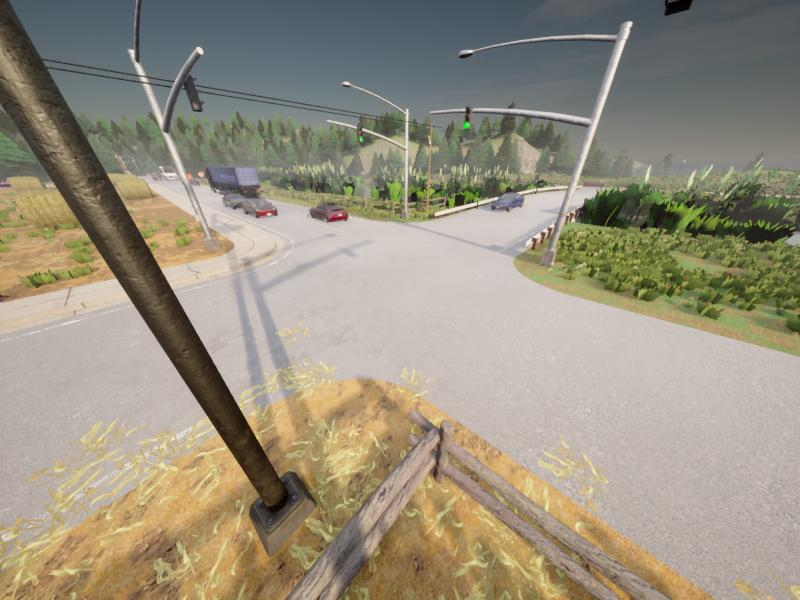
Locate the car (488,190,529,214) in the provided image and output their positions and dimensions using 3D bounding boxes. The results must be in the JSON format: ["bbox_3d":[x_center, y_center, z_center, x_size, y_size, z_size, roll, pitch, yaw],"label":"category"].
[{"bbox_3d":[11.213,-10.164,23.755,4.674,1.442,1.812,-28,40,-35],"label":"car"}]

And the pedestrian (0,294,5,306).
[{"bbox_3d":[-13.833,-0.590,7.188,0.751,1.860,0.751,22,37,33],"label":"pedestrian"}]

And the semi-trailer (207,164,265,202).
[{"bbox_3d":[-25.492,-18.251,35.497,14.254,4.402,2.717,25,38,37],"label":"semi-trailer"}]

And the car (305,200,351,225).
[{"bbox_3d":[-6.479,-7.925,20.667,4.181,1.385,1.994,27,39,38],"label":"car"}]

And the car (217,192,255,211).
[{"bbox_3d":[-19.213,-11.586,26.983,5.357,1.411,2.033,25,38,36],"label":"car"}]

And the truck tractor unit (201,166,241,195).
[{"bbox_3d":[-31.247,-20.888,40.257,6.516,4.208,3.053,25,38,36],"label":"truck tractor unit"}]

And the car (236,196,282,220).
[{"bbox_3d":[-13.844,-9.098,22.586,4.792,1.488,2.163,25,38,36],"label":"car"}]
